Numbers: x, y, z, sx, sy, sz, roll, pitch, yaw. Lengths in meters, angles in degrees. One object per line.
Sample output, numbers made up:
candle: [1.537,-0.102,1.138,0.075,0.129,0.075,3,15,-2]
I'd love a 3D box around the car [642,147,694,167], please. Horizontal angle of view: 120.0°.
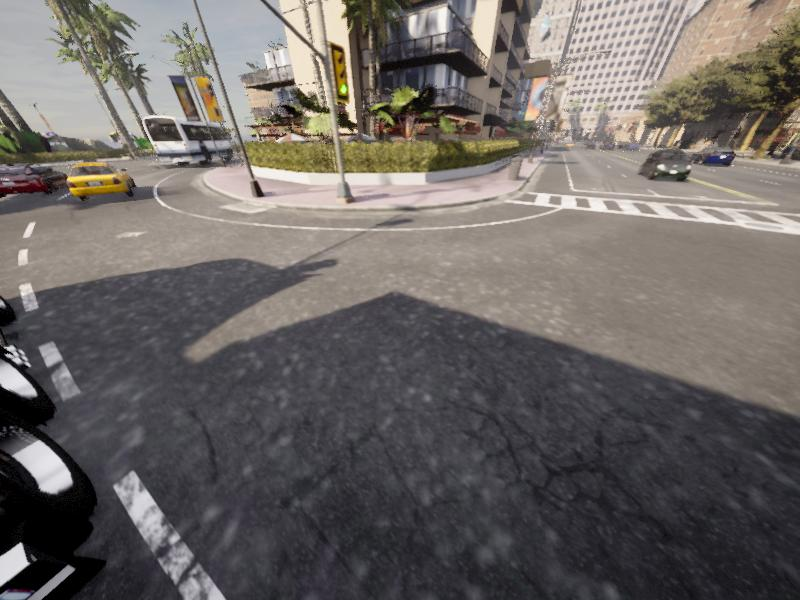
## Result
car: [27.576,-14.962,24.015,2.033,1.411,5.357,18,39,24]

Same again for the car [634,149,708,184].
car: [17.578,-8.956,15.299,1.851,1.617,3.988,18,39,24]

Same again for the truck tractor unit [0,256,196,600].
truck tractor unit: [-5.103,-0.306,0.803,6.516,4.208,3.053,19,39,25]

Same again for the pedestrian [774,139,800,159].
pedestrian: [44.495,-17.351,26.552,0.751,1.860,0.751,-25,42,-31]

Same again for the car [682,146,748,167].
car: [30.858,-14.272,22.912,2.163,1.488,4.792,18,39,24]

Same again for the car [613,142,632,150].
car: [52.901,-36.688,54.911,2.163,1.488,4.792,17,39,24]

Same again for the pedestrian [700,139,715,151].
pedestrian: [58.261,-29.385,43.709,0.751,1.860,0.751,-13,37,-18]

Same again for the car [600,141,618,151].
car: [46.569,-34.382,51.534,2.033,1.649,4.856,18,39,24]

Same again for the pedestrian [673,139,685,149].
pedestrian: [60.126,-33.614,49.771,0.751,1.860,0.751,16,38,22]

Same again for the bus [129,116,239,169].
bus: [-23.814,-18.352,26.941,3.944,4.253,10.273,-6,35,-7]

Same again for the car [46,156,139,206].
car: [-15.159,-6.241,11.770,1.801,1.575,5.366,-27,43,-33]

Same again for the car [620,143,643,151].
car: [48.906,-32.460,48.937,2.033,1.411,5.357,15,38,21]

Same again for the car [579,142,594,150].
car: [47.725,-39.493,59.125,2.152,1.651,5.027,18,39,24]

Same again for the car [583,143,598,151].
car: [42.993,-34.705,52.244,1.994,1.385,4.181,18,39,24]

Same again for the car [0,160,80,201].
car: [-19.973,-6.552,12.453,1.994,1.385,4.181,-23,41,-28]
